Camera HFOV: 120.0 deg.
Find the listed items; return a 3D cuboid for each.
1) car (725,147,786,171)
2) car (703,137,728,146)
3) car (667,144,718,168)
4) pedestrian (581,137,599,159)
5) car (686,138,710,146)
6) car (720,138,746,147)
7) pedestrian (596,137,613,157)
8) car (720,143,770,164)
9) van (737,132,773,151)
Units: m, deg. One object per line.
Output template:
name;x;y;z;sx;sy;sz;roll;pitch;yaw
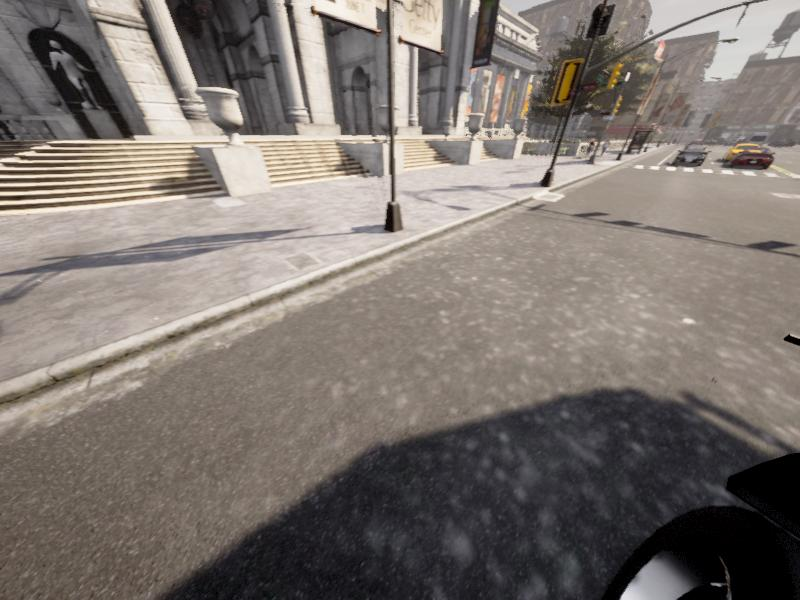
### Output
car;28.975;-11.698;19.024;4.181;1.385;1.994;-29;45;-34
car;77.919;-39.221;57.056;4.605;1.855;1.932;-15;38;-20
car;25.974;-12.898;20.588;4.902;1.511;2.128;-29;45;-34
pedestrian;20.227;-16.209;24.629;0.751;1.860;0.751;27;43;32
car;76.934;-40.761;59.578;4.674;1.452;2.002;-15;38;-19
car;77.780;-36.748;53.896;4.514;1.525;2.007;-16;38;-21
pedestrian;22.964;-17.119;25.900;0.751;1.860;0.751;23;42;29
car;34.156;-14.682;23.049;5.008;1.535;1.882;-30;45;-35
van;62.584;-28.063;40.884;5.915;2.561;1.988;-29;45;-34
